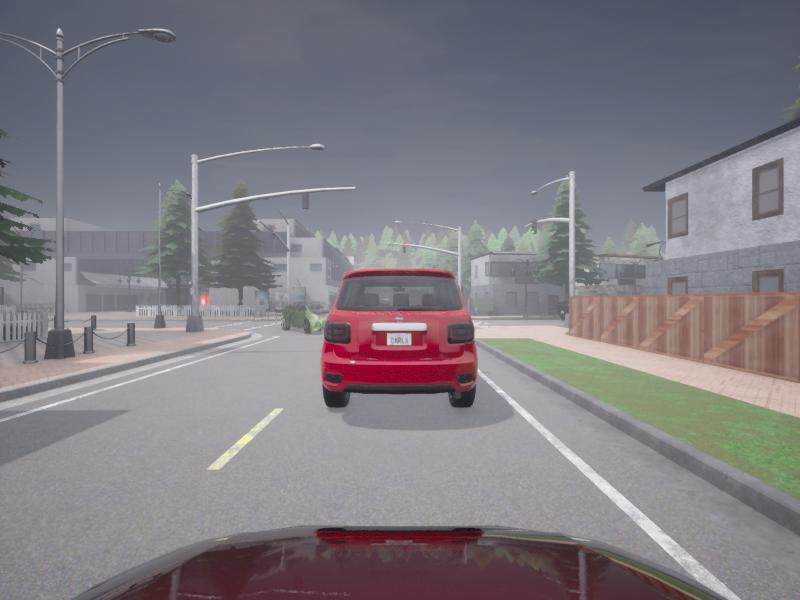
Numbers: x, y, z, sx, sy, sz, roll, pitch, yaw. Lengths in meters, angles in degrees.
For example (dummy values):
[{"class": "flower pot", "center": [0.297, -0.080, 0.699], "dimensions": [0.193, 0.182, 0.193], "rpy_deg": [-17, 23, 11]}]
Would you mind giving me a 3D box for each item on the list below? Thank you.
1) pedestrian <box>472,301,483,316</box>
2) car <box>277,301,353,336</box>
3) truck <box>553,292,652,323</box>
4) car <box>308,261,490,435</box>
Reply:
[{"class": "pedestrian", "center": [6.746, 0.751, 34.818], "dimensions": [0.751, 1.300, 0.751], "rpy_deg": [0, 0, -6]}, {"class": "car", "center": [-4.361, 0.830, 19.953], "dimensions": [2.007, 1.525, 4.514], "rpy_deg": [1, 0, -37]}, {"class": "truck", "center": [14.789, 0.523, 29.358], "dimensions": [6.274, 2.098, 2.390], "rpy_deg": [0, 0, -9]}, {"class": "car", "center": [-0.013, 0.568, 7.496], "dimensions": [2.150, 2.045, 5.566], "rpy_deg": [0, 0, 0]}]
